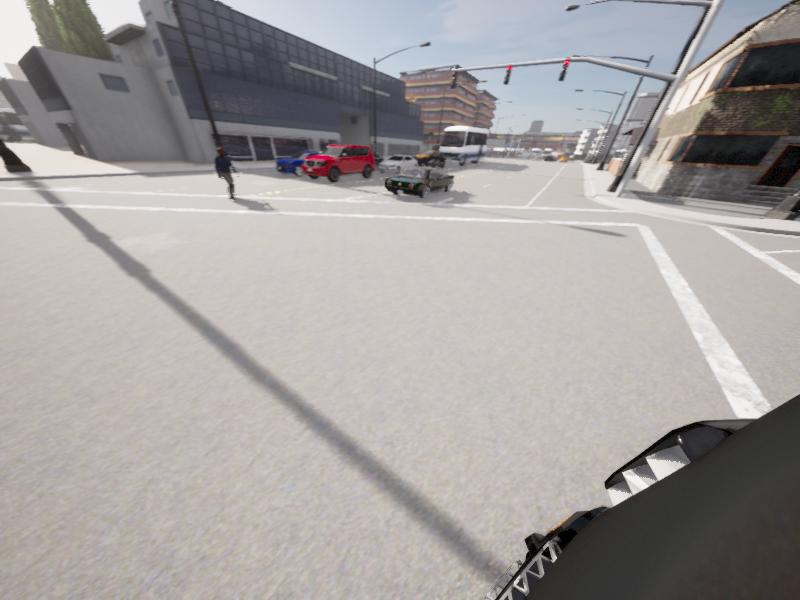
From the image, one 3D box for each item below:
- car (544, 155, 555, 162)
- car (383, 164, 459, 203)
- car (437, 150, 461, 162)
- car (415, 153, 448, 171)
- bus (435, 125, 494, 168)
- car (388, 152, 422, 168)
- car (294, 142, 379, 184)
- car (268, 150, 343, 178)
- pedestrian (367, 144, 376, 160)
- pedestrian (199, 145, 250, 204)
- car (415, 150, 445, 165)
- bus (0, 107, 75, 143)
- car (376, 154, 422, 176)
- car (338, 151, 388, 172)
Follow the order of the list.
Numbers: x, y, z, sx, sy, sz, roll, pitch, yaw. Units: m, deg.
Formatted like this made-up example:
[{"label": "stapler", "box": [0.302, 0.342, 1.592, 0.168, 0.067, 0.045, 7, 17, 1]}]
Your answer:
[{"label": "car", "box": [41.629, -39.360, 64.240, 1.882, 1.535, 5.008, 22, 37, 26]}, {"label": "car", "box": [1.271, -6.403, 12.428, 1.895, 1.301, 4.718, 22, 39, 26]}, {"label": "car", "box": [7.846, -22.776, 36.496, 1.812, 1.442, 4.674, 22, 40, 26]}, {"label": "car", "box": [3.609, -15.560, 25.890, 1.816, 1.474, 4.193, 22, 39, 26]}, {"label": "bus", "box": [9.062, -21.129, 31.761, 3.944, 4.253, 10.273, 22, 40, 26]}, {"label": "car", "box": [0.654, -16.652, 27.386, 1.994, 1.385, 4.181, 23, 39, 27]}, {"label": "car", "box": [-4.000, -9.529, 15.982, 2.150, 2.045, 5.566, 22, 38, 26]}, {"label": "car", "box": [-6.950, -10.485, 17.640, 1.882, 1.535, 5.008, 22, 38, 26]}, {"label": "pedestrian", "box": [-3.844, -19.934, 31.127, 0.751, 1.860, 0.751, -27, 44, -37]}, {"label": "pedestrian", "box": [-6.639, -4.779, 8.840, 0.751, 1.860, 0.751, 14, 35, 16]}, {"label": "car", "box": [4.139, -19.659, 31.770, 1.882, 1.535, 5.008, 22, 40, 26]}, {"label": "bus", "box": [-60.660, -27.446, 36.337, 3.944, 4.253, 10.273, 1, 34, -4]}, {"label": "car", "box": [-0.002, -12.551, 21.302, 1.812, 1.442, 4.674, 22, 39, 26]}, {"label": "car", "box": [-3.386, -13.366, 22.227, 1.837, 1.490, 4.892, 22, 39, 26]}]
